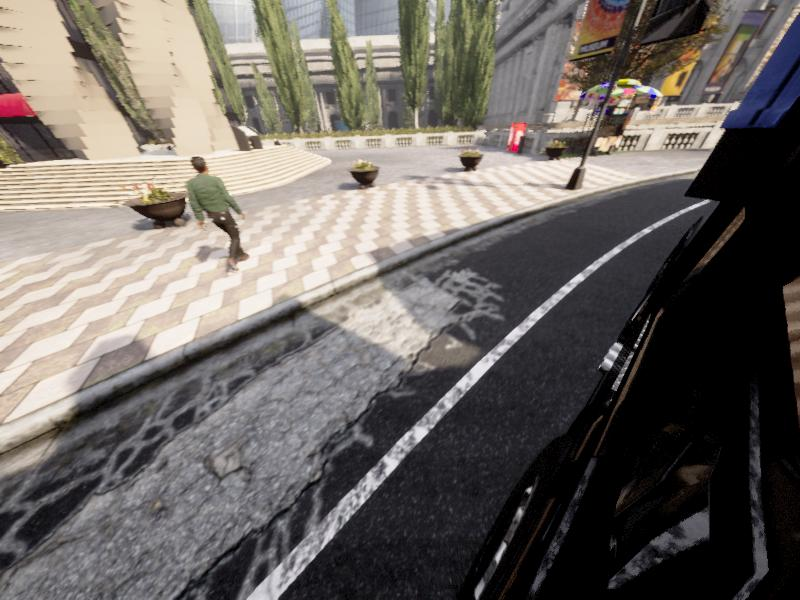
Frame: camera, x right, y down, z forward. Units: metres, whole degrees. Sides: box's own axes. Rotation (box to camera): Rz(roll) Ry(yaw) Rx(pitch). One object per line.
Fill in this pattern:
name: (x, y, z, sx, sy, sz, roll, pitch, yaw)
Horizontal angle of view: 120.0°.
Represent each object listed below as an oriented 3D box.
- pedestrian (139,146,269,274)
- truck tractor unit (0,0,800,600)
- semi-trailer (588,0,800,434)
pedestrian: (-3.104, -1.477, 3.953, 0.751, 1.860, 0.751, -6, 37, -4)
truck tractor unit: (2.645, -0.295, 0.351, 6.516, 4.208, 3.053, -28, 44, -30)
semi-trailer: (9.365, -3.026, 3.452, 14.254, 4.402, 2.717, -20, 39, -21)
